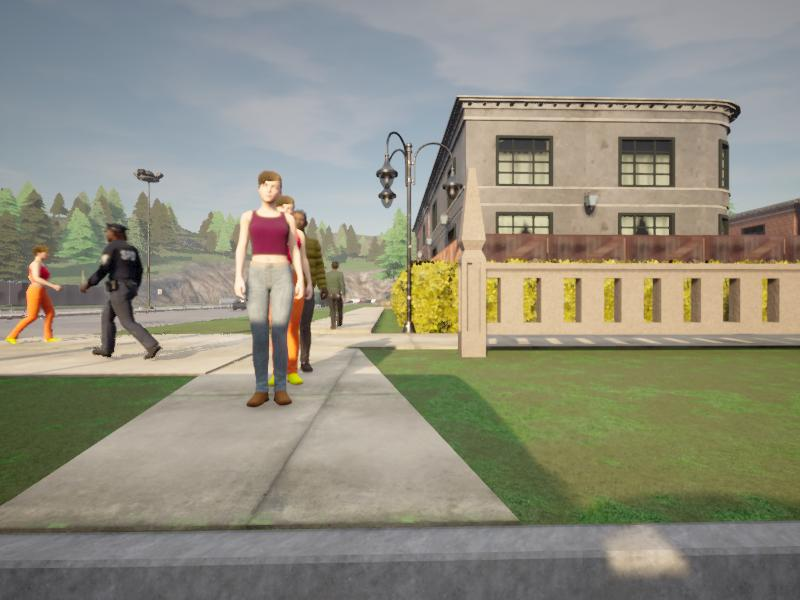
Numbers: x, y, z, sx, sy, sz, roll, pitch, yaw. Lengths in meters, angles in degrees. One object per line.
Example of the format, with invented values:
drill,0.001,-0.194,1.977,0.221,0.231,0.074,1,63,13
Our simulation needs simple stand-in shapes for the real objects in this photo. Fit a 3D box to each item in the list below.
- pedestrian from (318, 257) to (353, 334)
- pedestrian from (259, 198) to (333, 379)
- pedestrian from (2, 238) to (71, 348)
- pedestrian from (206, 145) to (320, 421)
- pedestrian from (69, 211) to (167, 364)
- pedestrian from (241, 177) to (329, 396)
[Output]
pedestrian,-1.596,-0.115,10.010,0.751,1.860,0.751,0,0,1
pedestrian,-1.158,-0.115,4.557,0.751,1.860,0.751,0,0,-11
pedestrian,-6.589,-0.115,7.290,0.751,1.860,0.751,0,0,-26
pedestrian,-1.020,-0.115,3.149,0.751,1.860,0.751,0,0,-12
pedestrian,-3.665,-0.153,5.263,0.751,1.860,0.751,0,0,2
pedestrian,-1.112,-0.115,3.876,0.751,1.860,0.751,0,0,-18
